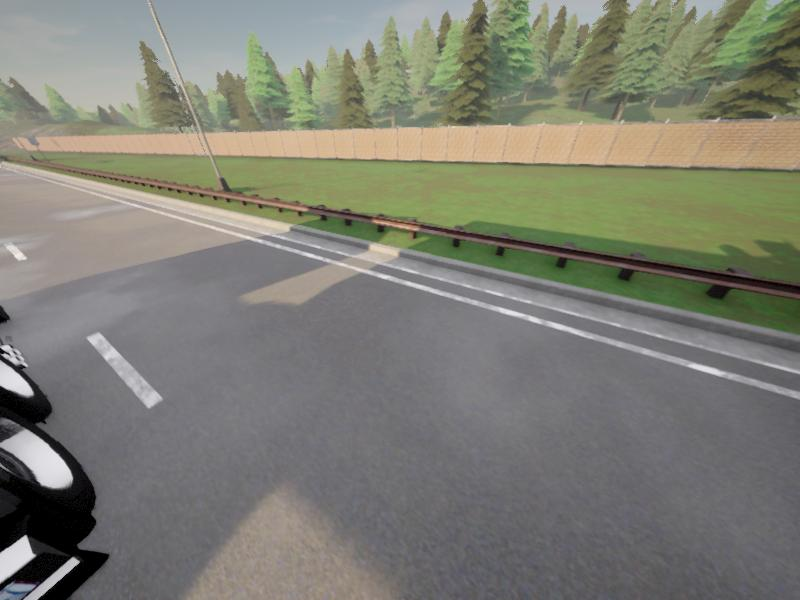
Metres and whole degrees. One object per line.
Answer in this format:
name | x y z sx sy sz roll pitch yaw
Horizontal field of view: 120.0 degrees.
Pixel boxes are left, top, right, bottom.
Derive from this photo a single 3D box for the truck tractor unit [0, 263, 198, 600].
truck tractor unit | -5.117 -0.292 0.779 6.516 4.208 3.053 18 39 24
